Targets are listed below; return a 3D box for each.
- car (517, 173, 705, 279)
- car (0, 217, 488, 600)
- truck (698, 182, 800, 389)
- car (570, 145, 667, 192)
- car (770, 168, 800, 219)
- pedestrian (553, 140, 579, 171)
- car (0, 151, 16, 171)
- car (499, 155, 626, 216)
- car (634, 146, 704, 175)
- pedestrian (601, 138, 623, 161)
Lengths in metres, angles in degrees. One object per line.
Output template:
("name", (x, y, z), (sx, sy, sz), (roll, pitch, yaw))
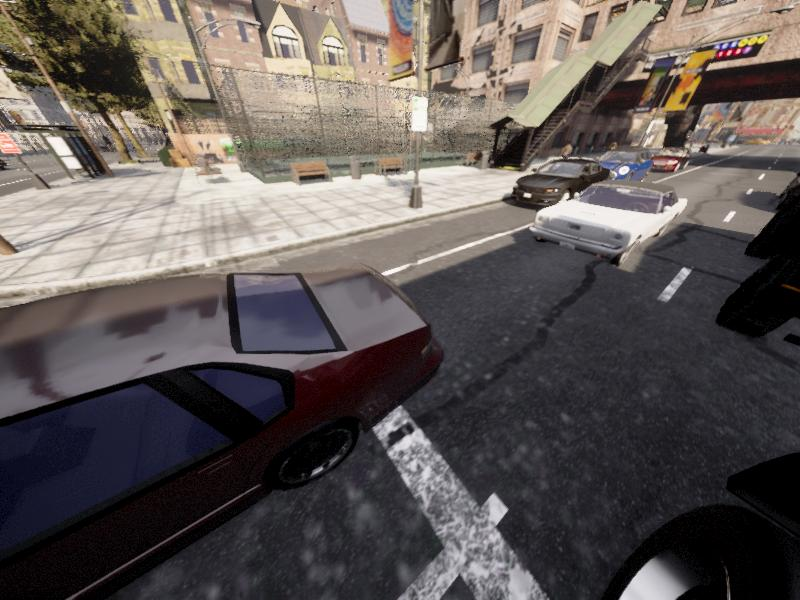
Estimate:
("car", (5.365, -2.179, 5.822), (4.718, 1.301, 1.895), (-23, 41, -28))
("car", (-2.194, 0.846, 1.512), (5.357, 1.411, 2.033), (-21, 40, -26))
("truck", (7.119, -0.753, 3.094), (6.274, 2.098, 2.390), (-23, 41, -28))
("car", (11.765, -7.214, 12.474), (4.553, 1.767, 2.185), (-23, 41, -29))
("car", (15.435, -4.042, 8.083), (5.238, 1.638, 1.930), (-23, 41, -28))
("pedestrian", (11.999, -10.492, 16.744), (0.751, 1.860, 0.751), (-22, 41, -28))
("car", (-35.165, -11.278, 18.926), (2.033, 1.411, 5.357), (-23, 41, -29))
("car", (6.628, -4.866, 9.406), (5.008, 1.535, 2.097), (-23, 41, -29))
("car", (20.538, -10.752, 17.636), (4.892, 1.521, 2.231), (-23, 41, -29))
("pedestrian", (21.113, -14.981, 23.030), (0.751, 1.860, 0.751), (-20, 40, -26))
